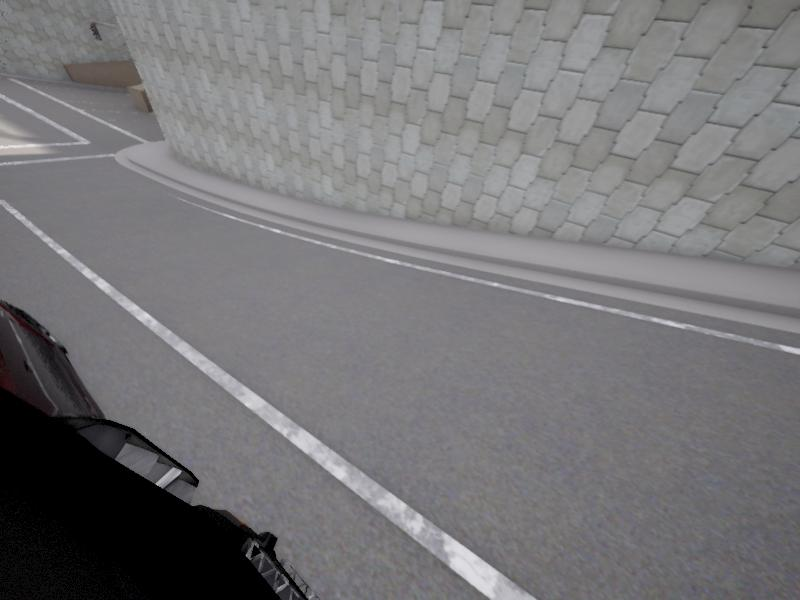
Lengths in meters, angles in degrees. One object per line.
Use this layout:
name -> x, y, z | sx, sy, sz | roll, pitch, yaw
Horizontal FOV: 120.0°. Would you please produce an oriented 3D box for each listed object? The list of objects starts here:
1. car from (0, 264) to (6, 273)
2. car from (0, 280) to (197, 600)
car -> -10.035, -1.631, 4.062 | 4.605, 1.855, 1.932 | 23, 40, 21
car -> -3.690, 0.926, 1.351 | 4.181, 1.385, 1.994 | 18, 39, 25
